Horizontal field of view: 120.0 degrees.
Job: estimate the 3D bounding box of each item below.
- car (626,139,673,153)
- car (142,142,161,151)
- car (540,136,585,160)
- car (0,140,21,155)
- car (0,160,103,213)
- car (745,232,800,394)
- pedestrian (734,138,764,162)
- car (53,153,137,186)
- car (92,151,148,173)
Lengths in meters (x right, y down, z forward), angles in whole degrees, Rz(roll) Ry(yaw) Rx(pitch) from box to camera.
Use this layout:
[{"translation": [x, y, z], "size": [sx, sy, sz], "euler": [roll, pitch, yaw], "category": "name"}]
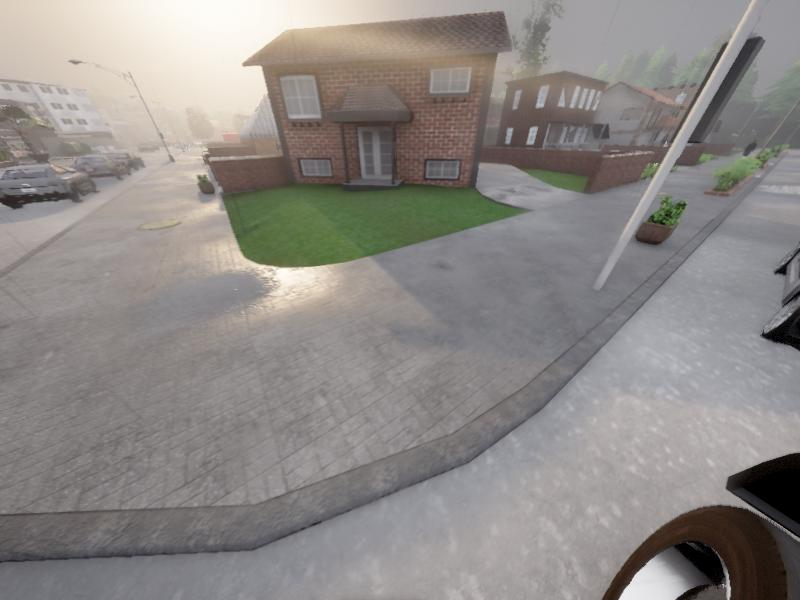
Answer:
[{"translation": [33.454, -20.758, 31.087], "size": [1.845, 1.501, 3.633], "euler": [-22, 41, -28], "category": "car"}, {"translation": [-57.213, -35.449, 53.213], "size": [1.930, 1.638, 5.238], "euler": [-22, 41, -28], "category": "car"}, {"translation": [16.637, -15.619, 23.676], "size": [3.866, 1.878, 1.905], "euler": [-22, 41, -28], "category": "car"}, {"translation": [-60.175, -22.389, 33.969], "size": [1.905, 1.878, 3.866], "euler": [0, 35, 0], "category": "car"}, {"translation": [-15.475, -5.161, 10.167], "size": [1.994, 1.385, 4.181], "euler": [-24, 42, -30], "category": "car"}, {"translation": [6.723, -0.267, 2.800], "size": [5.238, 1.638, 1.930], "euler": [-22, 41, -28], "category": "car"}, {"translation": [33.195, -14.269, 21.992], "size": [0.751, 1.860, 0.751], "euler": [-22, 40, -27], "category": "pedestrian"}, {"translation": [-19.978, -8.906, 15.491], "size": [2.033, 1.411, 5.357], "euler": [-22, 41, -28], "category": "car"}, {"translation": [-24.127, -12.101, 20.139], "size": [1.895, 1.301, 4.718], "euler": [-21, 40, -27], "category": "car"}]
